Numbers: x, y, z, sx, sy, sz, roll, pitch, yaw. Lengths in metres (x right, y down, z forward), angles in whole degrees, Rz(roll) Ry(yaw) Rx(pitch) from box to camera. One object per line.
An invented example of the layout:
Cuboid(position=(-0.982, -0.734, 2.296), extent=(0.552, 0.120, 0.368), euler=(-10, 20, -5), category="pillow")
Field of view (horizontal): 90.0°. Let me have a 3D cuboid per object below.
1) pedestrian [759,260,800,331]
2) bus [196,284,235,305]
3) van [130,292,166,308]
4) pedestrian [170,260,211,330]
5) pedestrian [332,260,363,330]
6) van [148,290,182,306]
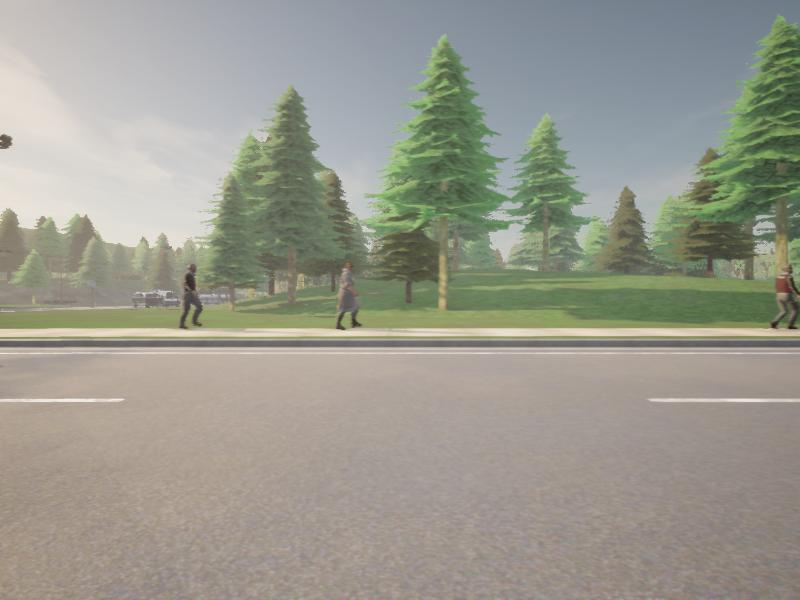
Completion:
Cuboid(position=(10.429, -0.124, 10.822), extent=(0.751, 1.860, 0.751), euler=(0, 0, 0), category="pedestrian")
Cuboid(position=(-41.025, -1.149, 89.460), extent=(3.944, 4.253, 10.273), euler=(0, 0, 1), category="bus")
Cuboid(position=(-34.288, -0.036, 54.559), extent=(2.069, 2.038, 4.480), euler=(0, 0, 1), category="van")
Cuboid(position=(-5.729, -0.128, 10.972), extent=(0.751, 1.860, 0.751), euler=(0, 0, 0), category="pedestrian")
Cuboid(position=(-1.423, -0.127, 10.931), extent=(0.751, 1.860, 0.751), euler=(0, 0, 1), category="pedestrian")
Cuboid(position=(-37.677, -0.309, 64.293), extent=(1.988, 2.561, 5.915), euler=(0, 0, 1), category="van")
